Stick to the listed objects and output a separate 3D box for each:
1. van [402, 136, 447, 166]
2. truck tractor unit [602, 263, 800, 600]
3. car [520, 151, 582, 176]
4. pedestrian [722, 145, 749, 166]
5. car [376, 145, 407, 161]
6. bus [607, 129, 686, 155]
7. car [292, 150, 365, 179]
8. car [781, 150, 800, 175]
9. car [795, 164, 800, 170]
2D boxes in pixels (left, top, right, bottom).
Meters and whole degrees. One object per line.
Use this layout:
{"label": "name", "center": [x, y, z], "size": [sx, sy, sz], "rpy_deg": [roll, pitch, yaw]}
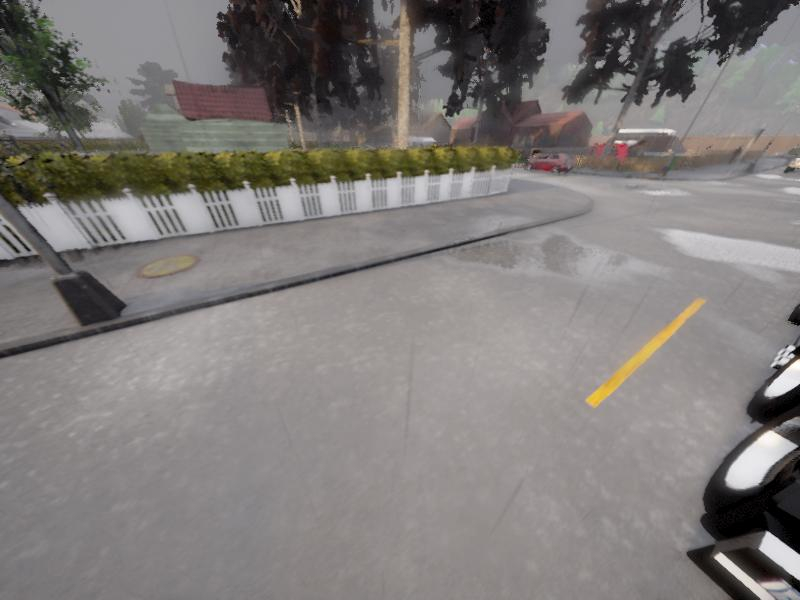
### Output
{"label": "van", "center": [2.585, -17.137, 26.453], "size": [1.988, 2.561, 5.915], "rpy_deg": [-18, 39, -24]}
{"label": "truck tractor unit", "center": [5.111, -0.299, 0.790], "size": [6.516, 4.208, 3.053], "rpy_deg": [-18, 39, -24]}
{"label": "car", "center": [12.404, -11.473, 19.270], "size": [1.845, 1.501, 3.633], "rpy_deg": [-17, 38, -23]}
{"label": "pedestrian", "center": [36.149, -15.606, 24.905], "size": [0.751, 1.860, 0.751], "rpy_deg": [-18, 39, -25]}
{"label": "car", "center": [-1.255, -20.567, 32.143], "size": [2.152, 1.651, 5.027], "rpy_deg": [-18, 39, -24]}
{"label": "bus", "center": [52.447, -34.135, 49.807], "size": [3.944, 4.253, 10.273], "rpy_deg": [-18, 39, -24]}
{"label": "car", "center": [-4.711, -9.199, 15.531], "size": [4.181, 1.381, 1.994], "rpy_deg": [-18, 39, -24]}
{"label": "car", "center": [35.746, -11.991, 19.913], "size": [4.605, 1.855, 1.932], "rpy_deg": [-18, 39, -24]}
{"label": "car", "center": [42.567, -14.062, 23.287], "size": [4.892, 1.490, 1.837], "rpy_deg": [-18, 39, -24]}
